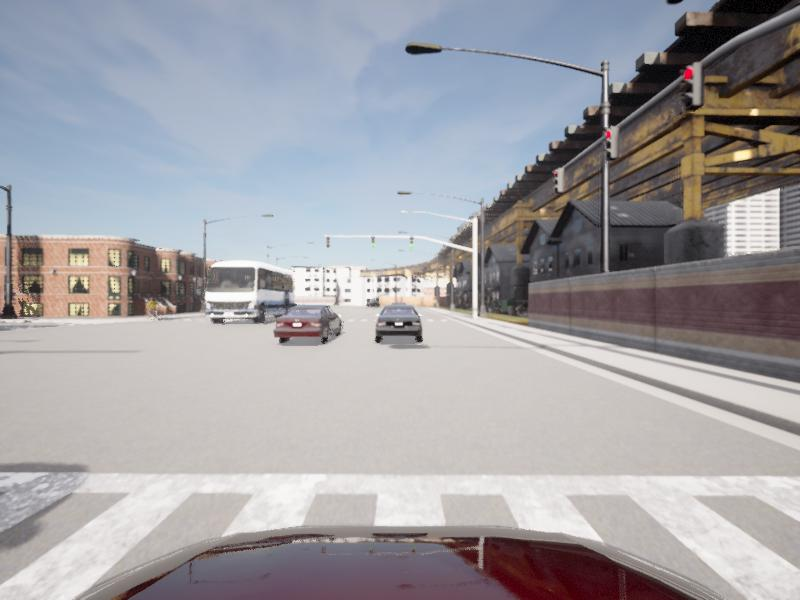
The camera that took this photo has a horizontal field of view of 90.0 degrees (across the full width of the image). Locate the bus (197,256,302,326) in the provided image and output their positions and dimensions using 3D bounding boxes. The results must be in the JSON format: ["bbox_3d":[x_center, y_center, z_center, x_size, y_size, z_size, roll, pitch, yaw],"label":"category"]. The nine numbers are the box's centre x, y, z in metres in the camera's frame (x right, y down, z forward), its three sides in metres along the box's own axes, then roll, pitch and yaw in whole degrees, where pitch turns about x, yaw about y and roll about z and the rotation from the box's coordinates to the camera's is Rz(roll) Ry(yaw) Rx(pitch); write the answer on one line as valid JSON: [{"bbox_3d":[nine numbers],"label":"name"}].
[{"bbox_3d":[-10.455,-0.511,29.562,3.944,4.253,10.273,0,0,0],"label":"bus"}]

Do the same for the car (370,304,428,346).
[{"bbox_3d":[-0.043,0.907,16.719,2.033,1.411,5.357,0,0,0],"label":"car"}]

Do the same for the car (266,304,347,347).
[{"bbox_3d":[-3.542,0.906,16.282,2.033,1.411,5.357,0,0,0],"label":"car"}]

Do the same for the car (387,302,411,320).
[{"bbox_3d":[-0.093,0.920,35.886,2.033,1.411,5.357,0,0,0],"label":"car"}]

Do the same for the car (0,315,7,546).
[{"bbox_3d":[-3.504,0.845,0.189,1.837,1.490,4.892,0,0,0],"label":"car"}]

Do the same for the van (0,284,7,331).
[{"bbox_3d":[-24.227,0.391,20.385,6.366,2.431,2.351,0,0,4],"label":"van"}]

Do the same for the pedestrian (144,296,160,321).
[{"bbox_3d":[-18.731,0.658,30.245,0.751,1.860,0.751,0,0,3],"label":"pedestrian"}]

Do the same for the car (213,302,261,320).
[{"bbox_3d":[-14.097,0.919,35.023,2.033,1.411,5.357,0,0,-1],"label":"car"}]
